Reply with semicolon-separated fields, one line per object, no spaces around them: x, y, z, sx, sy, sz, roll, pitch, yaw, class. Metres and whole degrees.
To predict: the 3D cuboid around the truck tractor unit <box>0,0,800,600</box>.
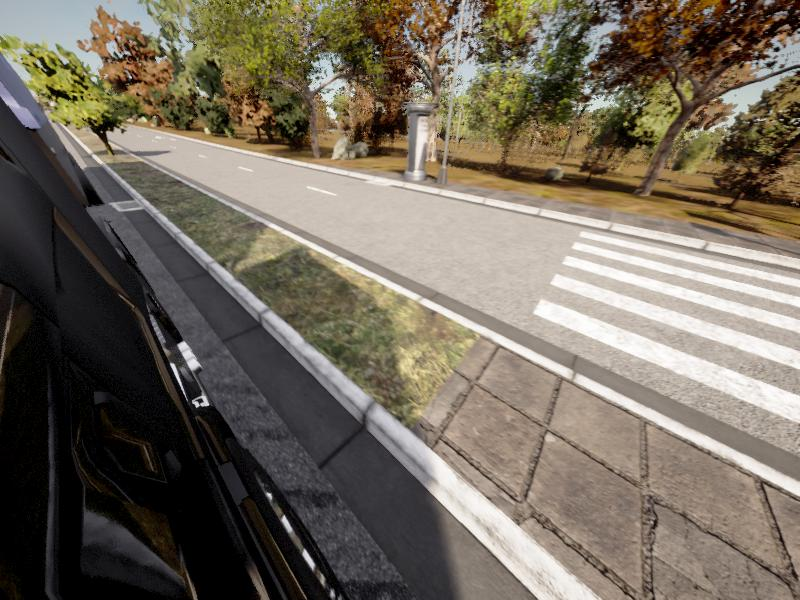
-2.645;-0.295;0.351;6.516;4.208;3.053;28;44;30;truck tractor unit

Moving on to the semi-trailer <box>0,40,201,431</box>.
-8.694;-3.592;4.256;14.254;4.402;2.717;28;43;30;semi-trailer
